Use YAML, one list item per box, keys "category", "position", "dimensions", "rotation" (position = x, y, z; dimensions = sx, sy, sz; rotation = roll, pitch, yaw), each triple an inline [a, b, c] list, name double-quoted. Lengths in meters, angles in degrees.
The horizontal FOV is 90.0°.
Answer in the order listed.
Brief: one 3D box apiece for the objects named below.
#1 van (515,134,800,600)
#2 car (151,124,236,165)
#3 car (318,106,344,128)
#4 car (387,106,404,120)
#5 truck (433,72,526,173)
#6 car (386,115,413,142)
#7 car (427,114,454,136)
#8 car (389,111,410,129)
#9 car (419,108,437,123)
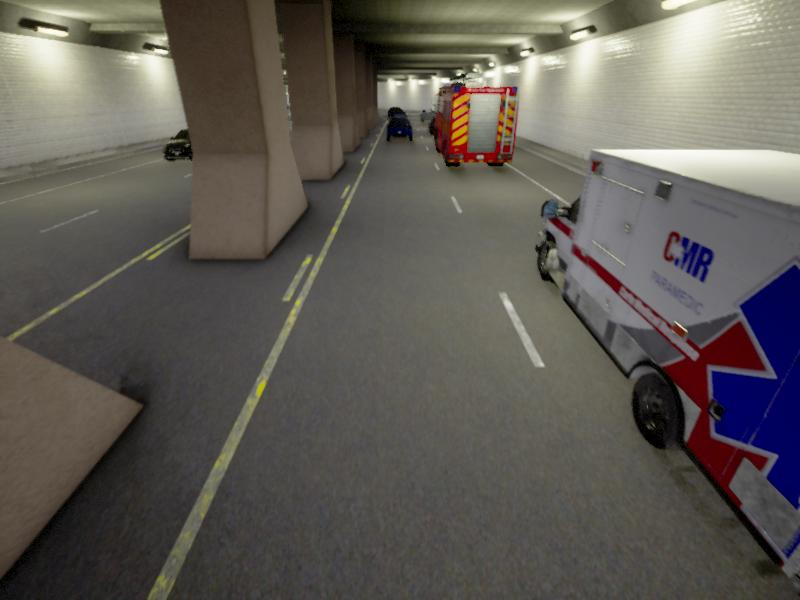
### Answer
- category: "van"
  position: [3.499, -0.337, 4.642]
  dimensions: [2.351, 2.431, 6.366]
  rotation: [0, 27, 0]
- category: "car"
  position: [-10.515, -8.210, 20.900]
  dimensions: [1.837, 1.490, 4.892]
  rotation: [0, 27, 0]
- category: "car"
  position: [-7.045, -18.882, 41.259]
  dimensions: [1.905, 1.878, 3.866]
  rotation: [0, 27, 0]
- category: "car"
  position: [-0.694, -26.266, 56.057]
  dimensions: [1.882, 1.535, 5.008]
  rotation: [-2, 27, -5]
- category: "truck"
  position: [3.494, -9.212, 20.390]
  dimensions: [2.891, 3.827, 8.468]
  rotation: [0, 27, 0]
- category: "car"
  position: [-0.023, -13.200, 30.630]
  dimensions: [1.882, 1.535, 5.008]
  rotation: [0, 27, 0]
- category: "car"
  position: [3.474, -15.376, 34.987]
  dimensions: [1.812, 1.442, 4.674]
  rotation: [0, 27, 0]
- category: "car"
  position: [-0.029, -18.677, 41.447]
  dimensions: [2.033, 1.411, 5.357]
  rotation: [0, 27, 0]
- category: "car"
  position: [3.361, -22.672, 49.093]
  dimensions: [1.845, 1.501, 3.633]
  rotation: [-1, 27, -2]
